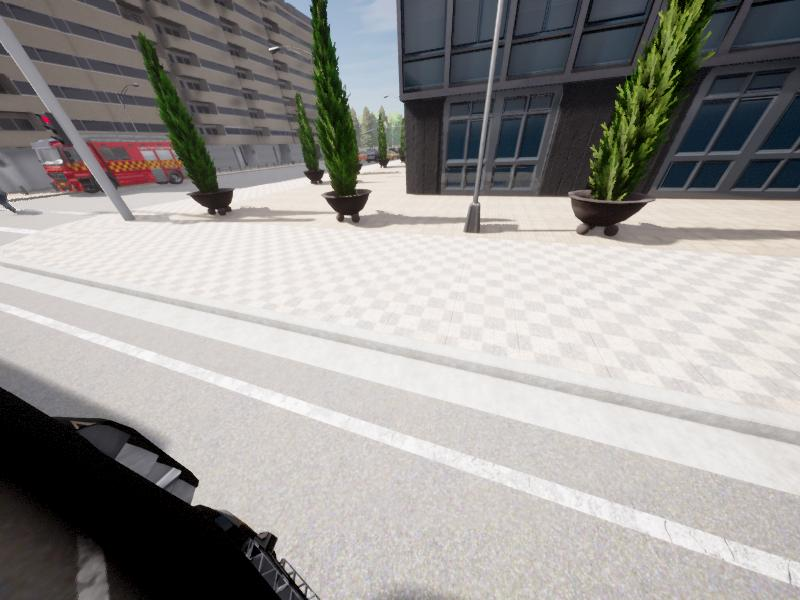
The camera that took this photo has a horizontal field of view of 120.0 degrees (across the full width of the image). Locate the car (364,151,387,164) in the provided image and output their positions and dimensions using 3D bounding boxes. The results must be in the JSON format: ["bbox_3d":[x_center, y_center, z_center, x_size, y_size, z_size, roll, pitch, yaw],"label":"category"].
[{"bbox_3d":[-4.030,-24.213,39.158,2.007,1.525,4.514,9,35,17],"label":"car"}]

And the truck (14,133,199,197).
[{"bbox_3d":[-23.213,-11.555,19.532,2.891,3.827,8.468,9,35,17],"label":"truck"}]

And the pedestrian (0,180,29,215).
[{"bbox_3d":[-20.614,-5.371,11.779,0.751,1.860,0.751,4,34,10],"label":"pedestrian"}]

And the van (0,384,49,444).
[{"bbox_3d":[-6.109,0.531,1.814,4.442,1.987,1.775,9,35,17],"label":"van"}]

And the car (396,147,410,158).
[{"bbox_3d":[0.761,-32.211,50.479,1.905,1.878,3.866,9,35,17],"label":"car"}]

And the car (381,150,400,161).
[{"bbox_3d":[-1.707,-28.040,44.682,1.801,1.575,5.366,9,35,17],"label":"car"}]
